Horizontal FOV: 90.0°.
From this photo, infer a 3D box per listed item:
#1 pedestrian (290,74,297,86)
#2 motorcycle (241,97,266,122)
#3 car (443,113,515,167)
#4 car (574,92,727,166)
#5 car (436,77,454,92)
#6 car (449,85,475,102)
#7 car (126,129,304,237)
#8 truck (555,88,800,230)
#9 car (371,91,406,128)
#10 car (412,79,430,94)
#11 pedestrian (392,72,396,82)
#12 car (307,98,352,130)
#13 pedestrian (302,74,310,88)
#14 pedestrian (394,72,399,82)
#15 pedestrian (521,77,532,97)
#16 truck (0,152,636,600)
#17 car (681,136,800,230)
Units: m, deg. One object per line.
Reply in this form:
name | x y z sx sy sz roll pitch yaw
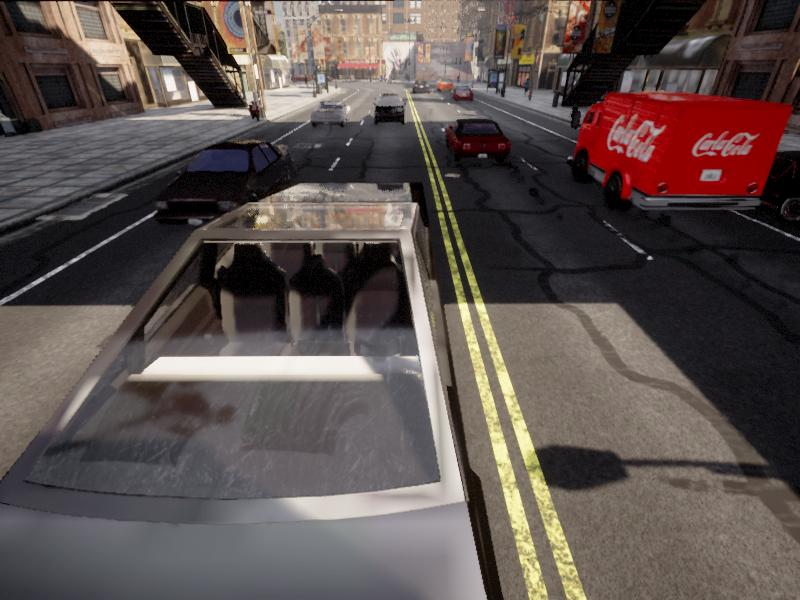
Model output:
pedestrian | -17.921 -37.072 67.416 0.751 1.860 0.751 -24 38 -35
motorcycle | -9.058 -11.817 24.767 0.856 1.236 1.805 -17 34 -26
car | 2.882 -6.375 15.661 1.895 1.301 4.718 0 30 0
car | 9.443 -7.002 15.981 2.435 2.045 5.566 0 30 0
car | 6.292 -30.436 56.398 2.097 1.767 4.553 0 30 0
car | 6.332 -21.342 41.229 1.994 1.385 4.181 0 30 0
car | -4.151 -3.263 10.251 2.033 1.411 5.357 0 30 0
truck | 6.358 -3.898 10.245 2.627 2.467 5.204 0 30 1
car | -0.631 -11.990 24.952 1.930 1.638 5.238 0 30 0
car | 2.798 -28.820 53.886 2.242 1.667 4.611 0 30 0
pedestrian | -1.294 -48.093 86.256 0.751 1.860 0.751 -22 37 -33
car | -4.126 -11.299 24.120 1.895 1.301 4.718 0 30 0
pedestrian | -14.640 -34.112 62.333 0.751 1.860 0.751 -14 33 -22
pedestrian | -0.662 -48.210 86.455 0.751 1.860 0.751 23 38 34
pedestrian | 13.701 -23.060 43.315 0.751 1.860 0.751 5 31 9
truck | -0.698 0.201 3.777 2.390 2.098 6.274 0 29 0
car | 9.501 -2.958 9.777 1.895 1.301 4.718 0 30 0
